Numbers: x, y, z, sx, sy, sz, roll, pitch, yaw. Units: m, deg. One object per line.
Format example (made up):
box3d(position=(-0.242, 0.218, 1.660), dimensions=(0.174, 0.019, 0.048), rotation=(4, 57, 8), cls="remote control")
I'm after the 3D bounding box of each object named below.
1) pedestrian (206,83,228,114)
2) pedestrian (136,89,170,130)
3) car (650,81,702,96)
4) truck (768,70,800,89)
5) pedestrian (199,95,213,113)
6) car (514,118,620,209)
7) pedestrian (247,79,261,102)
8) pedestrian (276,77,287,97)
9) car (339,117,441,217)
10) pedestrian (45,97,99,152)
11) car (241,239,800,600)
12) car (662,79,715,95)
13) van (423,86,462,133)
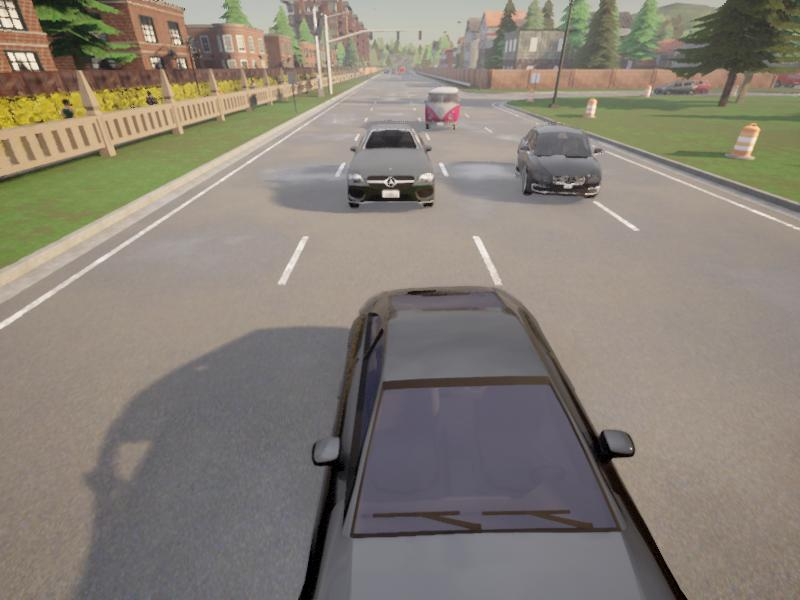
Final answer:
box3d(position=(-12.601, -13.877, 27.595), dimensions=(0.751, 1.860, 0.751), rotation=(0, 30, -1), cls="pedestrian")
box3d(position=(-12.687, -9.795, 20.614), dimensions=(0.751, 1.860, 0.751), rotation=(4, 31, 7), cls="pedestrian")
box3d(position=(32.264, -24.764, 46.820), dimensions=(4.514, 1.525, 2.007), rotation=(-3, 30, -5), cls="car")
box3d(position=(60.755, -34.070, 61.640), dimensions=(2.627, 2.467, 5.204), rotation=(0, 30, 0), cls="truck")
box3d(position=(-13.695, -13.840, 28.290), dimensions=(0.500, 1.100, 0.500), rotation=(4, 31, 7), cls="pedestrian")
box3d(position=(4.529, -4.195, 11.684), dimensions=(1.837, 1.490, 4.892), rotation=(5, 31, 9), cls="car")
box3d(position=(-13.481, -19.382, 37.016), dimensions=(0.751, 1.860, 0.751), rotation=(0, 30, 0), cls="pedestrian")
box3d(position=(-12.870, -23.232, 43.598), dimensions=(0.751, 1.860, 0.751), rotation=(-1, 30, -1), cls="pedestrian")
box3d(position=(-0.240, -3.909, 11.084), dimensions=(2.152, 1.651, 5.027), rotation=(0, 30, -1), cls="car")
box3d(position=(-12.489, -6.694, 15.308), dimensions=(0.751, 1.860, 0.751), rotation=(0, 30, 0), cls="pedestrian")
box3d(position=(0.441, 1.018, 2.928), dimensions=(1.994, 1.385, 4.181), rotation=(-2, 30, 1), cls="car")
box3d(position=(35.892, -26.589, 49.849), dimensions=(4.611, 1.667, 2.242), rotation=(1, 30, 3), cls="car")
box3d(position=(2.454, -10.782, 22.474), dimensions=(1.775, 1.987, 4.442), rotation=(5, 30, 8), cls="van")
